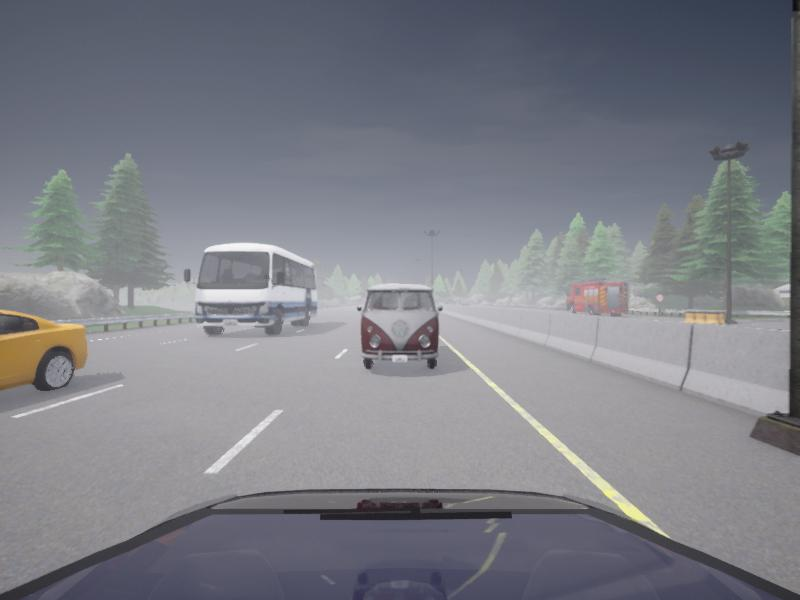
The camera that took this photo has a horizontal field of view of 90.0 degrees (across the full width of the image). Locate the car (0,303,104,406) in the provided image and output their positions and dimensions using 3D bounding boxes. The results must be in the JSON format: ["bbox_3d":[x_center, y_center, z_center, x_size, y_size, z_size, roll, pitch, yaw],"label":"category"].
[{"bbox_3d":[-7.003,0.835,5.681,1.882,1.535,5.008,0,0,0],"label":"car"}]

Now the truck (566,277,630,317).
[{"bbox_3d":[20.598,-0.246,42.315,2.891,3.827,8.468,0,0,3],"label":"truck"}]

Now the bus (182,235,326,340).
[{"bbox_3d":[-6.888,-0.495,21.387,3.944,4.253,10.273,0,0,0],"label":"bus"}]

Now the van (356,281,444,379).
[{"bbox_3d":[-0.003,0.619,10.335,1.775,1.987,4.442,0,0,0],"label":"van"}]
